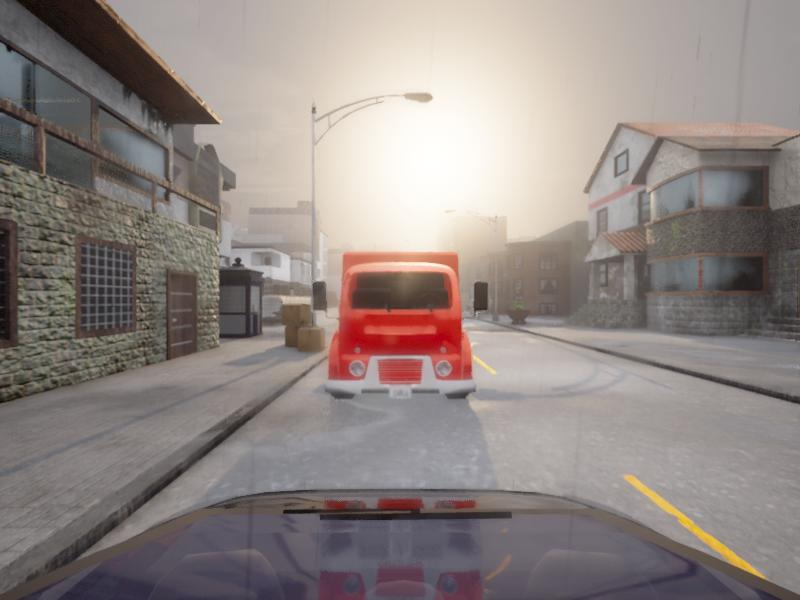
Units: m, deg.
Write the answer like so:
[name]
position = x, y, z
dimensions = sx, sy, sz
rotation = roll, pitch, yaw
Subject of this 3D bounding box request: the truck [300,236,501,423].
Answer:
[truck]
position = 0.004, 0.332, 7.866
dimensions = 2.627, 2.467, 5.204
rotation = 0, 1, 0

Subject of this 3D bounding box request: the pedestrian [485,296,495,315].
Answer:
[pedestrian]
position = 8.719, 0.504, 38.707
dimensions = 0.751, 1.860, 0.751
rotation = 0, 0, 0

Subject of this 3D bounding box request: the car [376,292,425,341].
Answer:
[car]
position = 0.006, 0.631, 17.502
dimensions = 1.905, 1.878, 3.866
rotation = 0, 0, 0
